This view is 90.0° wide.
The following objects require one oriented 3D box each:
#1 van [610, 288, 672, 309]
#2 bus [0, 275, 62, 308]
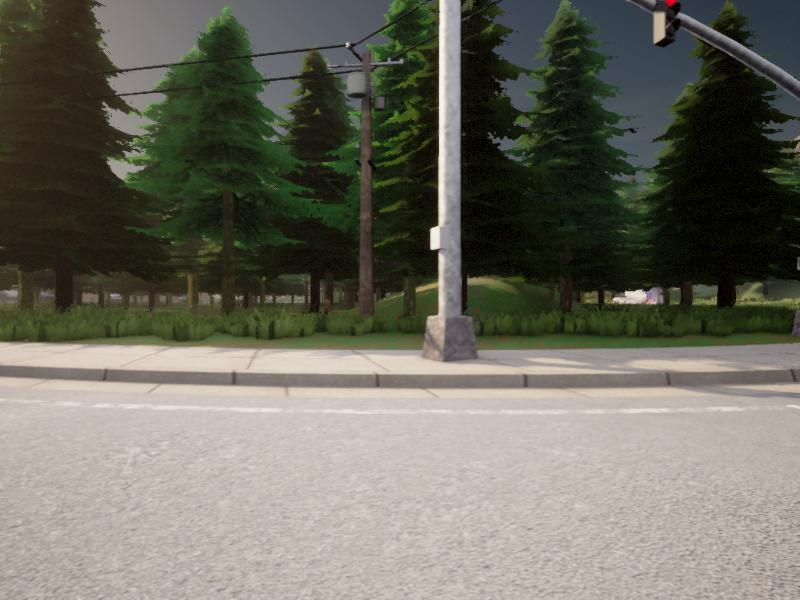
[{"bbox_3d":[29.889,-0.215,49.885,2.351,2.431,6.366,0,0,-26],"label":"van"},{"bbox_3d":[-52.570,-1.111,54.146,3.944,4.253,10.273,0,0,10],"label":"bus"}]
